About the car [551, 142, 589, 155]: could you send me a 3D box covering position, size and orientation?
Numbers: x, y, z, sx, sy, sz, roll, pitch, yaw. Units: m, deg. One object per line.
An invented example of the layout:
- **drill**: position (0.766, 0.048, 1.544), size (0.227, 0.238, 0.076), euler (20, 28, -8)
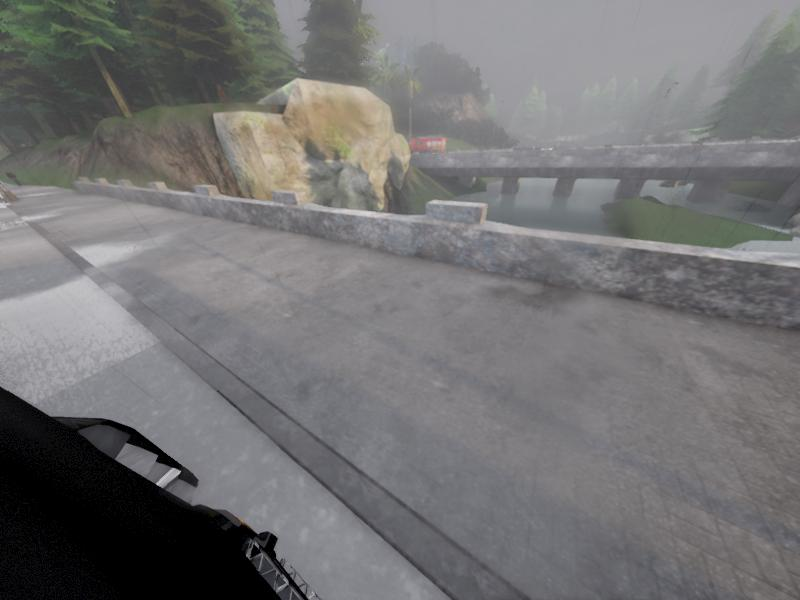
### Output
- **car**: position (27.087, -24.178, 36.878), size (4.514, 1.525, 2.007), euler (17, 38, 27)

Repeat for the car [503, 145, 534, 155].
- **car**: position (22.197, -28.188, 43.366), size (4.674, 1.442, 1.812), euler (17, 38, 27)

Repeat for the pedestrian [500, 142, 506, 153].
- **pedestrian**: position (21.773, -32.071, 48.637), size (0.751, 1.860, 0.751), euler (15, 38, 25)

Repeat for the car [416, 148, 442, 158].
- **car**: position (5.921, -30.553, 48.097), size (5.008, 1.535, 1.882), euler (17, 38, 27)

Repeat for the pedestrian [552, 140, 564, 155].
- **pedestrian**: position (23.359, -22.568, 34.208), size (0.751, 1.860, 0.751), euler (-23, 39, -27)

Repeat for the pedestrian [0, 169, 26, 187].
- **pedestrian**: position (-45.439, -14.357, 27.151), size (0.751, 1.860, 0.751), euler (18, 39, 28)

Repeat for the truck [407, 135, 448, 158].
- **truck**: position (5.950, -34.020, 51.251), size (8.468, 3.827, 2.891), euler (18, 39, 28)
